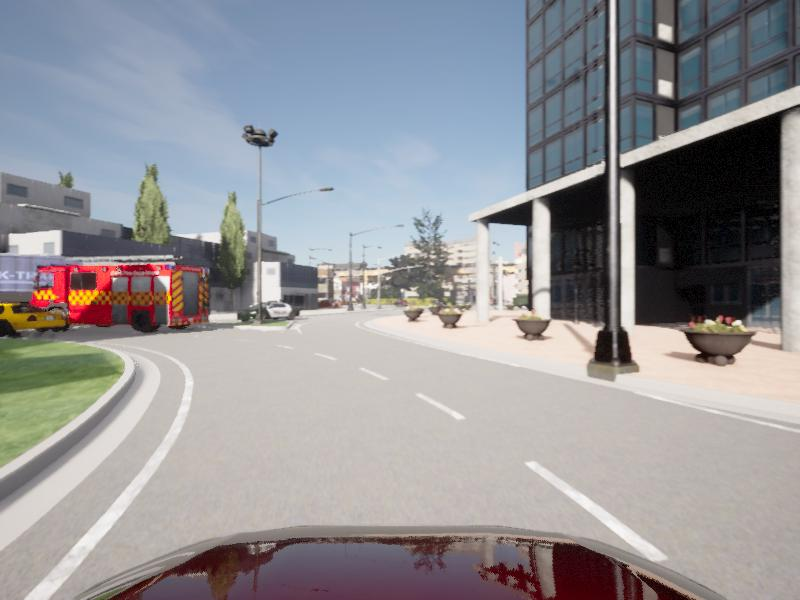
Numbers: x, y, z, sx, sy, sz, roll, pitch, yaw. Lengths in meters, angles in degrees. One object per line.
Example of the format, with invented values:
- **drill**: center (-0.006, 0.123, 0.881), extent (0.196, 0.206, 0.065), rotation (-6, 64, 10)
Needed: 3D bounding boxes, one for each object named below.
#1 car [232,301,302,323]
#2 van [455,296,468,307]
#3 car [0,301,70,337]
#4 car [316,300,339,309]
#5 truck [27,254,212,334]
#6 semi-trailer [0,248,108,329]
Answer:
- **car**: center (-10.057, 0.839, 30.624), extent (2.038, 1.542, 4.974), rotation (0, 0, 30)
- **van**: center (14.848, 0.305, 96.674), extent (1.988, 2.561, 5.915), rotation (0, 0, 20)
- **car**: center (-18.648, 0.824, 18.637), extent (5.366, 1.575, 1.801), rotation (0, 0, 6)
- **car**: center (-13.589, 0.761, 74.998), extent (3.988, 1.617, 1.851), rotation (0, 0, 20)
- **truck**: center (-14.662, -0.304, 21.147), extent (8.468, 3.827, 2.891), rotation (0, 1, 11)
- **semi-trailer**: center (-24.825, -0.598, 21.703), extent (14.254, 4.402, 2.717), rotation (0, -1, -25)
